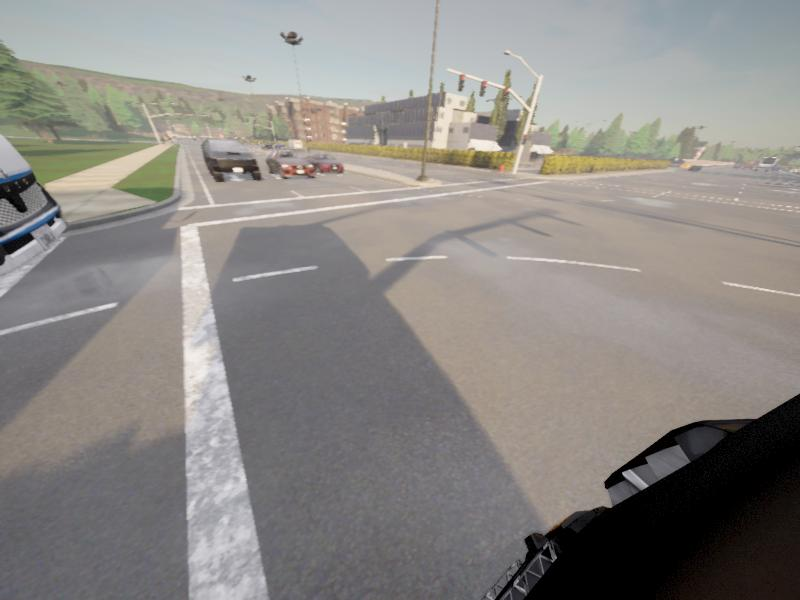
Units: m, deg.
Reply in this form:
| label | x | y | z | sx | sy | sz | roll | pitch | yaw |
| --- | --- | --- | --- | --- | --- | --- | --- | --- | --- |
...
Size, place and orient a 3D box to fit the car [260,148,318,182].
| label | x | y | z | sx | sy | sz | roll | pitch | yaw |
| --- | --- | --- | --- | --- | --- | --- | --- | --- | --- |
| car | -7.930 | -9.671 | 16.395 | 2.152 | 1.651 | 5.027 | -22 | 41 | -32 |

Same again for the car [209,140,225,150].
| label | x | y | z | sx | sy | sz | roll | pitch | yaw |
| --- | --- | --- | --- | --- | --- | --- | --- | --- | --- |
| car | -39.973 | -33.860 | 50.399 | 2.038 | 1.542 | 4.974 | -21 | 41 | -32 |

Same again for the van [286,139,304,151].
| label | x | y | z | sx | sy | sz | roll | pitch | yaw |
| --- | --- | --- | --- | --- | --- | --- | --- | --- | --- |
| van | -29.083 | -42.860 | 63.908 | 2.351 | 2.431 | 6.366 | -21 | 41 | -32 |

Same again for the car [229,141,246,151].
| label | x | y | z | sx | sy | sz | roll | pitch | yaw |
| --- | --- | --- | --- | --- | --- | --- | --- | --- | --- |
| car | -35.294 | -33.542 | 50.182 | 2.033 | 1.649 | 4.856 | -21 | 41 | -32 |

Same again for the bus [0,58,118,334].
| label | x | y | z | sx | sy | sz | roll | pitch | yaw |
| --- | --- | --- | --- | --- | --- | --- | --- | --- | --- |
| bus | -9.744 | -0.785 | 0.553 | 10.273 | 4.253 | 3.944 | -22 | 41 | -32 |

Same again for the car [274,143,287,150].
| label | x | y | z | sx | sy | sz | roll | pitch | yaw |
| --- | --- | --- | --- | --- | --- | --- | --- | --- | --- |
| car | -32.977 | -42.197 | 63.511 | 1.812 | 1.442 | 4.674 | -21 | 41 | -32 |

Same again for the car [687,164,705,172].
| label | x | y | z | sx | sy | sz | roll | pitch | yaw |
| --- | --- | --- | --- | --- | --- | --- | --- | --- | --- |
| car | 72.698 | -32.457 | 56.765 | 4.902 | 1.511 | 2.128 | -24 | 42 | -34 |

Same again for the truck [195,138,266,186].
| label | x | y | z | sx | sy | sz | roll | pitch | yaw |
| --- | --- | --- | --- | --- | --- | --- | --- | --- | --- |
| truck | -10.767 | -8.836 | 14.501 | 2.390 | 2.098 | 6.274 | -22 | 41 | -32 |

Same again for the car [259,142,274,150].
| label | x | y | z | sx | sy | sz | roll | pitch | yaw |
| --- | --- | --- | --- | --- | --- | --- | --- | --- | --- |
| car | -35.390 | -40.878 | 61.267 | 2.038 | 1.542 | 4.974 | -21 | 40 | -32 |

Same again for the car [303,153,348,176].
| label | x | y | z | sx | sy | sz | roll | pitch | yaw |
| --- | --- | --- | --- | --- | --- | --- | --- | --- | --- |
| car | -6.365 | -11.556 | 19.571 | 1.994 | 1.385 | 4.181 | -22 | 41 | -32 |
